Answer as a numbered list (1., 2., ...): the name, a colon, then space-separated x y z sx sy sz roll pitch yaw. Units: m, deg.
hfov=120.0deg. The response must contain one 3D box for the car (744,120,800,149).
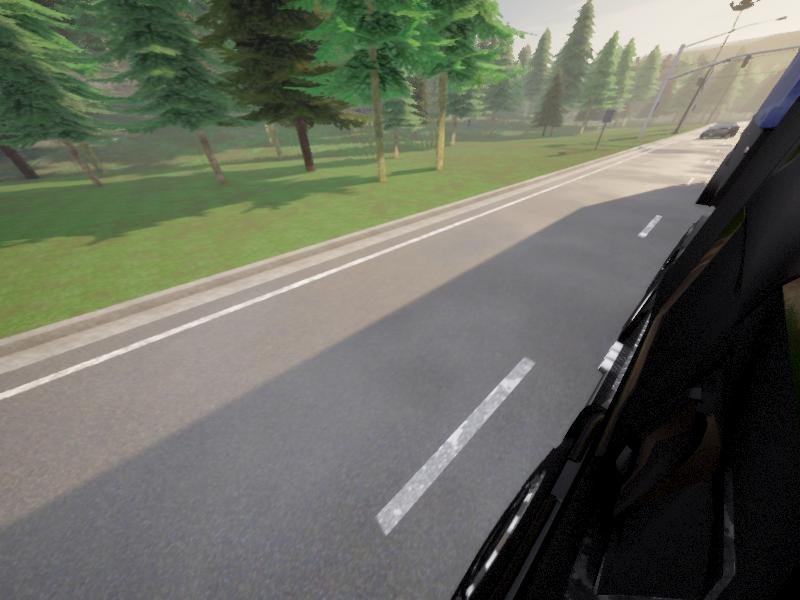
1. car: 28.129 -12.475 17.382 3.705 1.549 1.789 -32 45 -33

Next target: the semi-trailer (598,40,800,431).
1. semi-trailer: 8.688 -3.602 4.254 14.254 4.402 2.717 -28 44 -30

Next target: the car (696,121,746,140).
1. car: 34.414 -18.186 24.775 4.674 1.442 1.812 -20 40 -22

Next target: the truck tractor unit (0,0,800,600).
1. truck tractor unit: 2.645 -0.295 0.352 6.516 4.208 3.053 -28 44 -30
